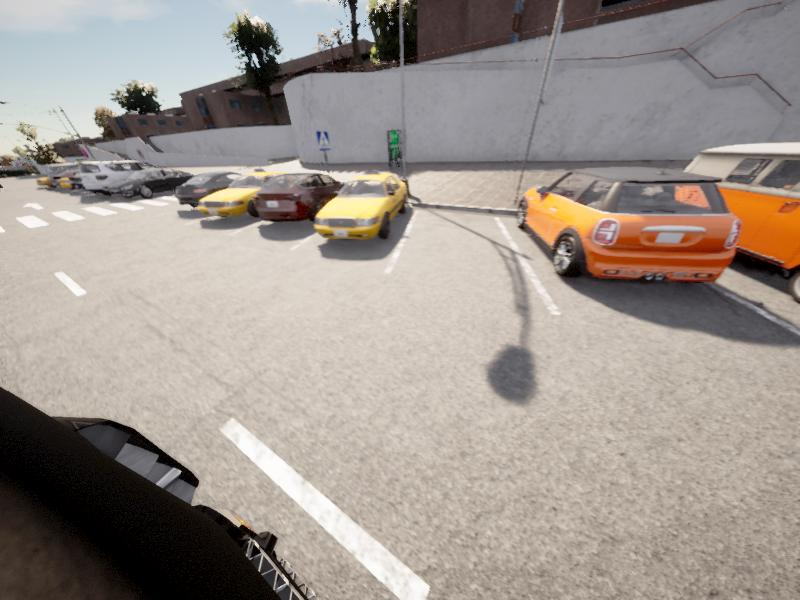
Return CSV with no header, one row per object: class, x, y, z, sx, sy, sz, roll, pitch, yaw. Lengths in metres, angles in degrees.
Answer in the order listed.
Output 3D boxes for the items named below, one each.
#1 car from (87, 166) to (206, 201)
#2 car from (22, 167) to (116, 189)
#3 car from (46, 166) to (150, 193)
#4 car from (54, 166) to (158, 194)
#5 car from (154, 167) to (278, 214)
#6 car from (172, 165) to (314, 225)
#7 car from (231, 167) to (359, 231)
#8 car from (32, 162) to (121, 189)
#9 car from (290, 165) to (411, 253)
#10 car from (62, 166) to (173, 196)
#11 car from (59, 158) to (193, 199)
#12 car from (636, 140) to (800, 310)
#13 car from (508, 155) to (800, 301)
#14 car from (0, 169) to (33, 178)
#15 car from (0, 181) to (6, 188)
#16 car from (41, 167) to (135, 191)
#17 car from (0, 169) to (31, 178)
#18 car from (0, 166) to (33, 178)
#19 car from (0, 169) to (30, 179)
car,-16.420,-7.933,15.498,2.231,1.521,4.892,4,34,9
car,-34.518,-12.996,24.447,1.946,1.575,5.366,4,34,9
car,-26.719,-10.991,20.844,1.946,1.575,5.366,4,33,10
car,-24.172,-10.146,19.388,2.231,1.521,4.892,4,34,10
car,-8.689,-5.658,11.625,2.002,1.452,4.674,4,34,10
car,-6.137,-4.846,10.158,1.946,1.575,5.366,4,34,9
car,-3.523,-4.183,9.061,2.163,1.488,4.792,4,34,9
car,-31.935,-12.484,23.079,1.878,1.987,4.442,4,34,9
car,-0.975,-3.340,7.574,1.946,1.575,5.366,4,34,9
car,-21.583,-9.414,18.093,2.097,1.535,5.008,4,34,9
car,-19.017,-8.899,16.678,2.435,2.045,5.566,4,34,10
car,6.784,-1.314,3.623,1.878,1.987,4.442,4,34,9
car,4.207,-2.026,5.048,2.185,1.767,4.553,4,34,9
car,-82.294,-26.676,48.766,2.002,1.452,4.674,2,33,10
car,-46.630,-13.317,25.856,3.633,1.501,1.845,16,38,26
car,-29.326,-11.614,22.036,2.163,1.488,4.792,4,33,10
car,-84.859,-27.354,50.109,2.002,1.452,4.674,3,33,10
car,-79.749,-26.162,47.189,1.878,1.987,4.442,3,33,10
car,-87.467,-27.966,51.270,1.946,1.575,5.366,3,33,10
